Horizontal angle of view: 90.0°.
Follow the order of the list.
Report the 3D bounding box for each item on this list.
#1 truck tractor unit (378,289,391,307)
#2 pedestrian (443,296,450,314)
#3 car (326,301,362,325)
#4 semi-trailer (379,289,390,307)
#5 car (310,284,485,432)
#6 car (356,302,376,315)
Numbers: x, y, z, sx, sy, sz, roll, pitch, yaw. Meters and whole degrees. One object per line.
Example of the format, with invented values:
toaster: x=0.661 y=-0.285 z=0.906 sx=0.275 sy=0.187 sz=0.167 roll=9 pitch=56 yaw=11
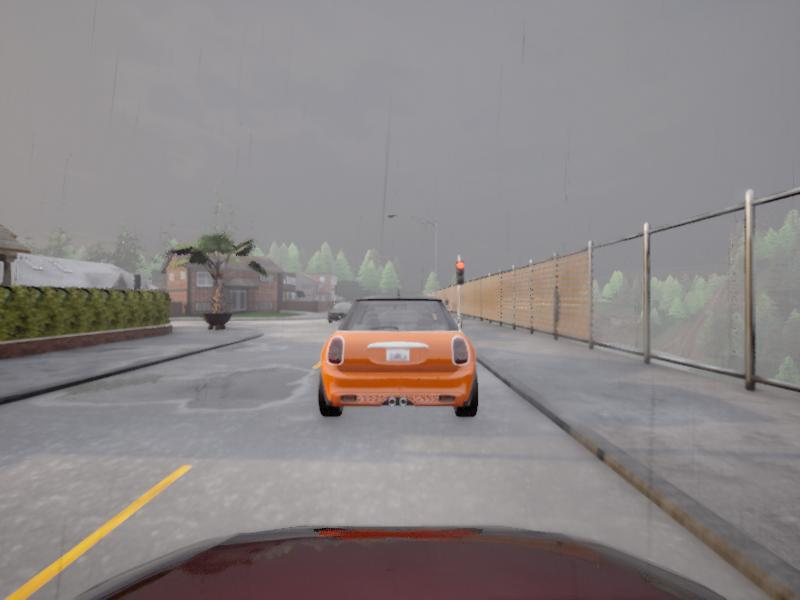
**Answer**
truck tractor unit: x=-3.825 y=-0.450 z=97.700 sx=3.053 sy=4.208 sz=6.516 roll=0 pitch=0 yaw=-2
pedestrian: x=4.904 y=0.562 z=42.216 sx=0.751 sy=1.860 sz=0.751 roll=0 pitch=0 yaw=0
car: x=-3.876 y=0.843 z=28.553 sx=1.882 sy=1.535 sz=5.008 roll=0 pitch=0 yaw=0
semi-trailer: x=-3.973 y=-0.544 z=105.612 sx=2.717 sy=4.402 sz=14.254 roll=0 pitch=0 yaw=-1
car: x=-0.004 y=0.699 z=7.072 sx=2.097 sy=1.767 sz=4.553 roll=0 pitch=0 yaw=1
car: x=-3.809 y=0.940 z=45.647 sx=1.994 sy=1.385 sz=4.181 roll=0 pitch=0 yaw=0
